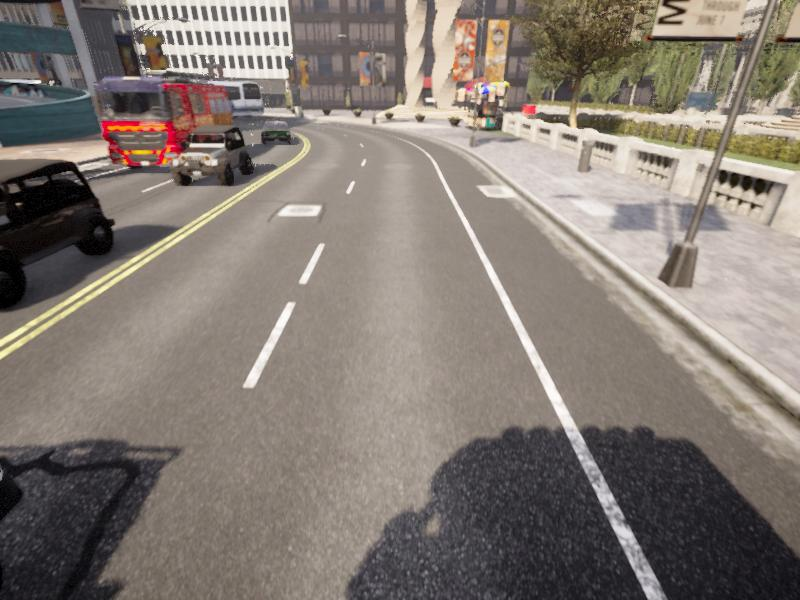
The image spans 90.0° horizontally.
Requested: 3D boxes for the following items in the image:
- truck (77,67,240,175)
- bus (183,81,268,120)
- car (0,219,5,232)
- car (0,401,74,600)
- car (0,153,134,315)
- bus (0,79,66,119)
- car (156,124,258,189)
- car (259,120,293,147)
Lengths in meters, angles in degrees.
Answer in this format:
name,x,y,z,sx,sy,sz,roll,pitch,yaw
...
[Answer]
name,x,y,z,sx,sy,sz,roll,pitch,yaw
truck,-10.683,-8.766,19.284,2.891,3.827,8.468,-2,27,-5
bus,-22.935,-26.294,52.662,10.273,4.253,3.944,15,31,26
car,-10.509,-1.173,6.998,1.801,1.575,5.366,0,27,0
car,-3.501,1.991,0.640,1.932,1.855,4.605,0,27,0
car,-7.020,-1.334,7.026,1.905,1.878,3.866,0,27,-1
bus,-48.030,-24.442,48.659,10.273,4.253,3.944,0,27,-1
car,-7.098,-5.588,15.289,1.905,1.878,3.866,0,27,-1
car,-8.411,-11.425,27.248,1.895,1.301,4.718,-7,28,-14
